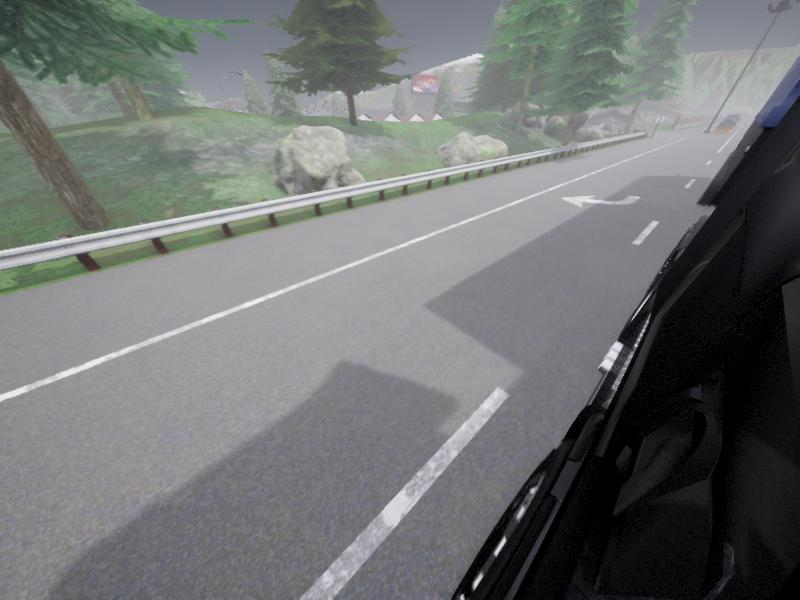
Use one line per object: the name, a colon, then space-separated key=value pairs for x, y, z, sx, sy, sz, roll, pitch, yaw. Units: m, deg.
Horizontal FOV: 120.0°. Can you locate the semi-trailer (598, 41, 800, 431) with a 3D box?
semi-trailer: x=8.709 y=-3.593 z=4.223 sx=14.254 sy=4.402 sz=2.717 roll=-28 pitch=44 yaw=-30

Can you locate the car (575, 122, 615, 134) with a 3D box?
car: x=35.302 y=-31.305 z=41.972 sx=2.038 sy=1.542 sz=4.974 roll=-28 pitch=43 yaw=-30

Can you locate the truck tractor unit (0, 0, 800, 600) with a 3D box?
truck tractor unit: x=2.645 y=-0.295 z=0.352 sx=6.516 sy=4.208 sz=3.053 roll=-28 pitch=44 yaw=-30
